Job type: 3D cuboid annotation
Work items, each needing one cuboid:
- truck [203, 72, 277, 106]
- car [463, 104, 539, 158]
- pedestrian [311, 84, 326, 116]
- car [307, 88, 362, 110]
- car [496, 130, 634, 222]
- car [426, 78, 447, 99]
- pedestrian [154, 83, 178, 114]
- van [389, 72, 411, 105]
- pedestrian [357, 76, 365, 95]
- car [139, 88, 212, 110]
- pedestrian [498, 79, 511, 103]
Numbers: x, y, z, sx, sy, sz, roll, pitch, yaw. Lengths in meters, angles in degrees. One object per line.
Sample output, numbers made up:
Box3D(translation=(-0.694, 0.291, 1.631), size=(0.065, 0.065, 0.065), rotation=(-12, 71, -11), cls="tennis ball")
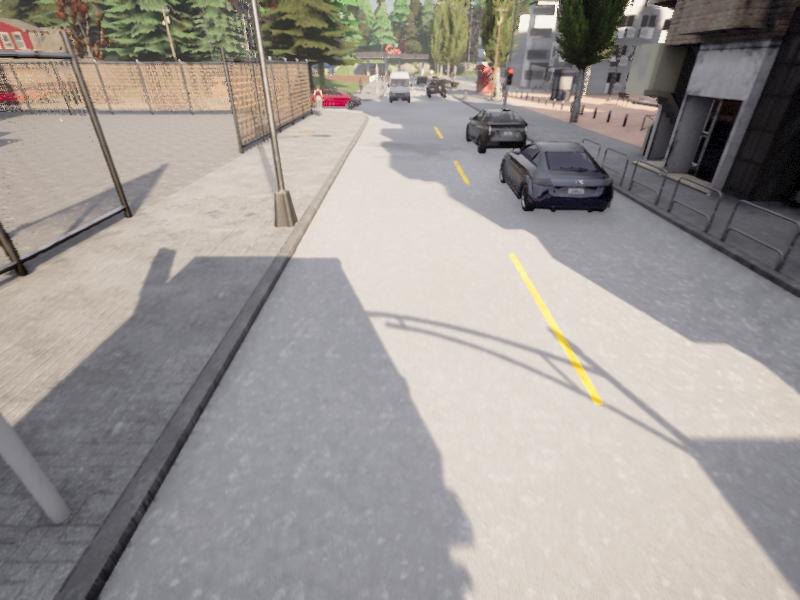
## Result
Box3D(translation=(-14.118, -18.798, 35.650), size=(5.204, 2.467, 2.627), rotation=(-1, 30, 1), cls="truck")
Box3D(translation=(4.019, -7.218, 16.825), size=(2.007, 1.525, 4.514), rotation=(0, 30, 0), cls="car")
Box3D(translation=(-5.426, -13.363, 26.724), size=(0.751, 1.860, 0.751), rotation=(-4, 31, -7), cls="pedestrian")
Box3D(translation=(-5.245, -16.411, 32.586), size=(4.193, 1.474, 1.816), rotation=(-1, 30, -2), cls="car")
Box3D(translation=(3.972, -3.448, 10.537), size=(1.994, 1.385, 4.181), rotation=(1, 30, 2), cls="car")
Box3D(translation=(4.014, -23.681, 44.618), size=(1.932, 1.855, 4.605), rotation=(0, 31, 0), cls="car")
Box3D(translation=(-16.276, -14.028, 27.857), size=(0.751, 1.860, 0.751), rotation=(0, 30, 0), cls="pedestrian")
Box3D(translation=(-0.011, -20.390, 38.339), size=(1.988, 2.561, 5.915), rotation=(0, 30, 0), cls="van")
Box3D(translation=(-4.531, -24.871, 46.414), size=(0.751, 1.860, 0.751), rotation=(-10, 32, -16), cls="pedestrian")
Box3D(translation=(-18.120, -16.354, 32.516), size=(4.674, 1.442, 1.812), rotation=(0, 30, 0), cls="car")
Box3D(translation=(9.373, -18.699, 35.867), size=(0.751, 1.860, 0.751), rotation=(-3, 30, -5), cls="pedestrian")
